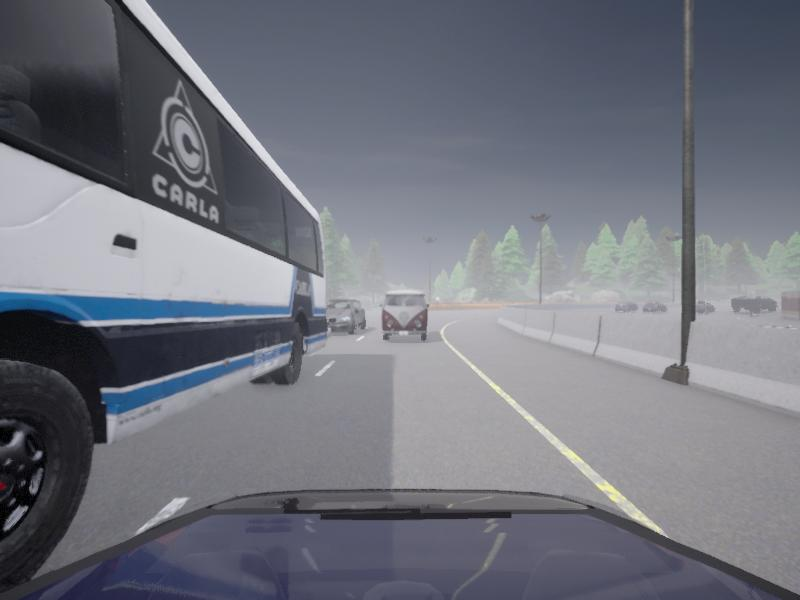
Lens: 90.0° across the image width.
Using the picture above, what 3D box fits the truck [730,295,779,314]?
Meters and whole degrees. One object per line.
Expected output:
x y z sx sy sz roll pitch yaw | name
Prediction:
42.336 0.502 47.787 6.274 2.098 2.390 -1 1 -29 | truck

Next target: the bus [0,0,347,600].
-3.378 -0.511 5.496 3.944 4.253 10.273 0 -2 0 | bus

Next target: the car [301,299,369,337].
-3.018 0.785 19.737 2.242 1.667 4.611 0 0 5 | car

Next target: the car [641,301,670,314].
31.421 0.889 49.122 3.633 1.501 1.845 0 0 -38 | car

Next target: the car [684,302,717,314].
36.254 0.941 48.251 4.181 1.385 1.994 -1 1 -35 | car

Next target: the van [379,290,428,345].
0.229 0.625 16.603 1.775 1.987 4.442 0 0 3 | van

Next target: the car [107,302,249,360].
-6.934 0.844 13.312 1.882 1.535 5.008 0 0 1 | car

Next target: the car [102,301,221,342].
-10.302 0.829 17.943 1.801 1.575 5.366 0 0 5 | car

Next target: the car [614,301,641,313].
29.624 0.884 52.138 3.705 1.549 1.789 -1 0 -39 | car
